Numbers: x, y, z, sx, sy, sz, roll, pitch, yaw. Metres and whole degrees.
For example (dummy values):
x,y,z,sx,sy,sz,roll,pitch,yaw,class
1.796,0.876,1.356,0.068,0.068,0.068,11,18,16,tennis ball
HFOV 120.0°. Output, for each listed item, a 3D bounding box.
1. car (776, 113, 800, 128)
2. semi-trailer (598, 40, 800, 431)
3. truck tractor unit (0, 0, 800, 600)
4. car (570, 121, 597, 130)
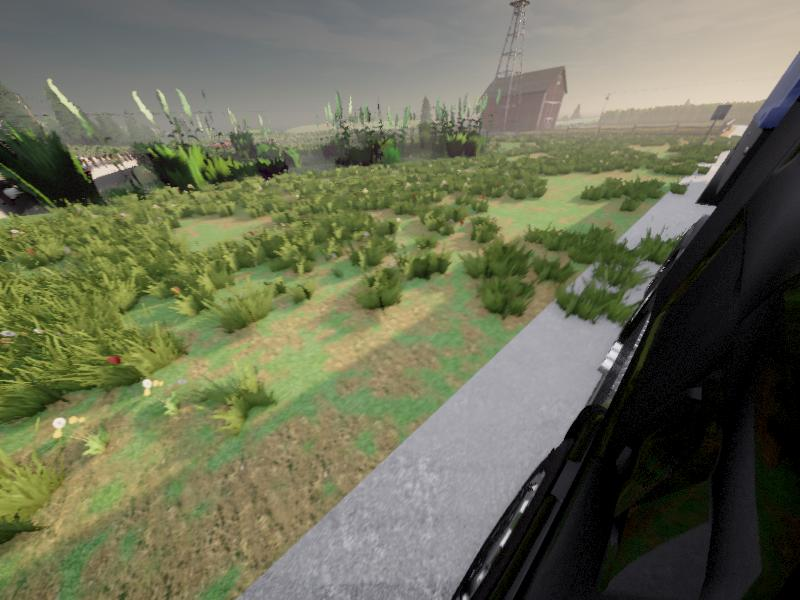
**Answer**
x,y,z,sx,sy,sz,roll,pitch,yaw,class
59.080,-26.906,34.572,4.611,1.667,2.242,-28,44,-30,car
8.692,-3.606,4.240,14.254,4.402,2.717,-28,44,-30,semi-trailer
2.645,-0.295,0.351,6.516,4.208,3.053,-28,44,-30,truck tractor unit
48.305,-45.951,60.830,2.038,1.542,4.974,-28,43,-30,car
